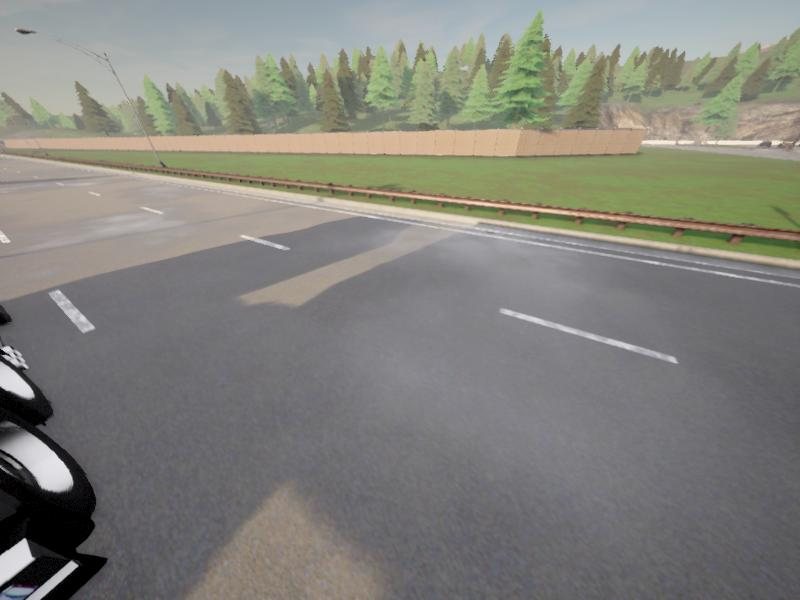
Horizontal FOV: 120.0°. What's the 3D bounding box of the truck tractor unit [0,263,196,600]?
[{"bbox_3d":[-5.112,-0.297,0.793,6.516,4.208,3.053,18,39,24],"label":"truck tractor unit"}]
